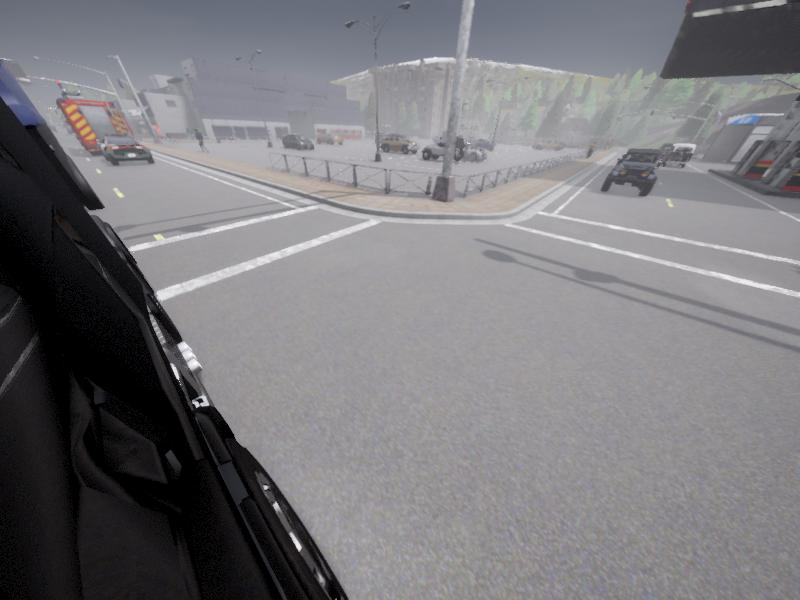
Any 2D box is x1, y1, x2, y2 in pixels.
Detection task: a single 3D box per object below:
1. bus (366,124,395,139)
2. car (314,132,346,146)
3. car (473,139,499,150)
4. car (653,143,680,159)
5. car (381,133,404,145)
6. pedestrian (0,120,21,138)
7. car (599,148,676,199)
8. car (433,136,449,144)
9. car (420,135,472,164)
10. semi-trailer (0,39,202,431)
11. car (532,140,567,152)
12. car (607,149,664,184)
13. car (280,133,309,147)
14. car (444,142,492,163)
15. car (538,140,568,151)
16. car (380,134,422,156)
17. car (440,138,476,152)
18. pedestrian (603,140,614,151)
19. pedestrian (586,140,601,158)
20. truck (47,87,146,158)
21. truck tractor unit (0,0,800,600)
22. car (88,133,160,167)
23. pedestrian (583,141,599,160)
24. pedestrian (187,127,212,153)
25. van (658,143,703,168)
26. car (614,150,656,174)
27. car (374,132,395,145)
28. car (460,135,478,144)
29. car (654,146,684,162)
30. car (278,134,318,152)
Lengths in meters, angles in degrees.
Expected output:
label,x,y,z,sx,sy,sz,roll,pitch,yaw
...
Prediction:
label,x,y,z,sx,sy,sz,roll,pitch,yaw
bus,-7.128,-61.655,84.652,10.273,4.253,3.944,27,43,30
car,-11.294,-26.093,37.392,5.027,1.636,2.152,27,43,30
car,14.995,-27.292,40.449,3.633,1.501,1.845,27,43,30
car,41.808,-23.505,36.368,1.905,1.878,3.866,27,43,31
car,-1.540,-33.184,47.454,4.605,1.855,1.932,27,43,30
pedestrian,-51.899,-22.677,30.615,0.751,1.860,0.751,19,39,22
car,12.321,-6.785,12.141,1.905,1.878,3.866,27,43,31
car,10.477,-41.055,59.248,3.633,1.501,1.845,27,43,30
car,3.951,-13.407,20.493,3.866,1.878,1.905,27,43,30
semi-trailer,-8.736,-3.517,4.278,14.254,4.402,2.717,27,43,30
car,28.476,-29.460,44.021,5.027,1.636,2.152,27,43,30
car,16.485,-9.493,16.262,2.033,1.649,4.856,27,43,31
car,-15.164,-23.088,33.234,3.806,1.475,1.970,27,43,30
car,6.545,-14.395,22.443,3.806,1.475,1.970,27,43,30
car,30.448,-30.848,46.028,4.514,1.523,2.007,27,43,30
car,0.025,-17.926,26.565,4.605,1.855,1.932,27,43,30
car,8.554,-22.945,34.166,4.514,1.523,2.007,27,43,30
pedestrian,43.176,-32.062,47.904,0.751,1.860,0.751,4,36,3
pedestrian,24.600,-19.155,29.381,0.751,1.860,0.751,27,43,31
truck,-24.755,-14.267,18.859,8.468,3.827,2.891,27,43,31
truck tractor unit,-2.645,-0.295,0.352,6.516,4.208,3.053,28,44,30
car,-17.965,-9.820,14.991,4.974,1.542,2.038,27,43,31
pedestrian,22.634,-17.775,27.402,0.751,1.860,0.751,26,43,30
pedestrian,-17.693,-14.147,20.444,0.751,1.860,0.751,15,38,18
van,30.193,-15.723,25.053,2.069,2.038,4.480,27,43,31
car,20.566,-12.190,20.269,1.970,1.475,3.806,27,43,31
car,-3.087,-31.764,45.403,3.866,1.878,1.905,27,43,30
car,20.964,-49.117,70.662,4.605,1.855,1.932,27,43,30
car,37.605,-20.524,32.403,2.007,1.525,4.514,27,43,31
car,-12.109,-18.657,27.391,4.514,1.523,2.007,27,43,30
